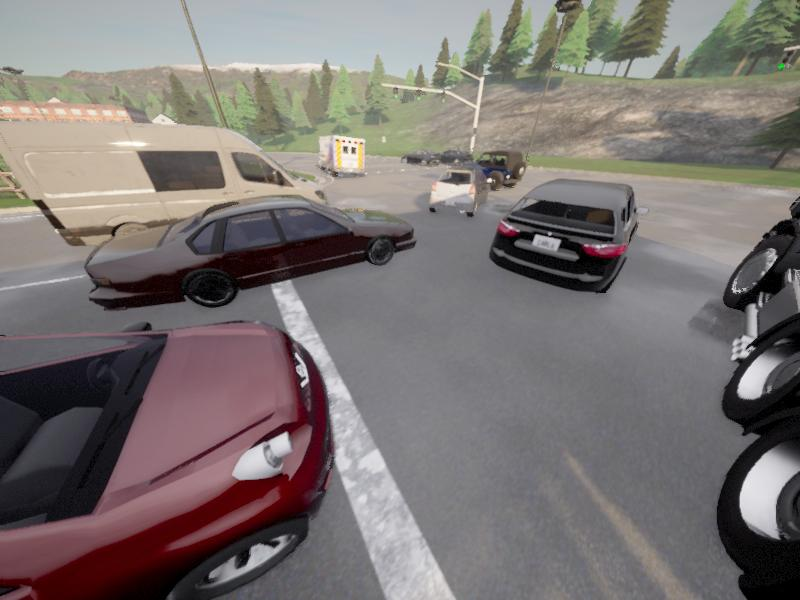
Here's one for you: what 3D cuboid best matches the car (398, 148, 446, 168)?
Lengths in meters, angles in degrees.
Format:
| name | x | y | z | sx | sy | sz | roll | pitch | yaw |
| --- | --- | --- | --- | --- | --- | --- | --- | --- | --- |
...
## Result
| name | x | y | z | sx | sy | sz | roll | pitch | yaw |
| --- | --- | --- | --- | --- | --- | --- | --- | --- | --- |
| car | 2.223 | -15.450 | 25.016 | 2.128 | 1.511 | 4.902 | -28 | 43 | -34 |

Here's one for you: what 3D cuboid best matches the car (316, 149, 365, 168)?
| name | x | y | z | sx | sy | sz | roll | pitch | yaw |
| --- | --- | --- | --- | --- | --- | --- | --- | --- | --- |
| car | -6.341 | -14.914 | 24.286 | 5.357 | 1.411 | 2.033 | 27 | 43 | 33 |

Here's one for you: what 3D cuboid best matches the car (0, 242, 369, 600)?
| name | x | y | z | sx | sy | sz | roll | pitch | yaw |
| --- | --- | --- | --- | --- | --- | --- | --- | --- | --- |
| car | -2.255 | 1.028 | 1.186 | 3.633 | 1.501 | 1.845 | -17 | 38 | -23 |

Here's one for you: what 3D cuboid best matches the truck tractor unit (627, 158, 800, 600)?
| name | x | y | z | sx | sy | sz | roll | pitch | yaw |
| --- | --- | --- | --- | --- | --- | --- | --- | --- | --- |
| truck tractor unit | 4.918 | -0.458 | 1.010 | 6.516 | 4.208 | 3.053 | -26 | 42 | -32 |

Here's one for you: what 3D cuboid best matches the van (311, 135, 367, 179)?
| name | x | y | z | sx | sy | sz | roll | pitch | yaw |
| --- | --- | --- | --- | --- | --- | --- | --- | --- | --- |
| van | -5.007 | -11.470 | 18.402 | 2.351 | 2.431 | 6.366 | -13 | 37 | -28 |

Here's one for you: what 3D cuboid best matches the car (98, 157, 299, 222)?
| name | x | y | z | sx | sy | sz | roll | pitch | yaw |
| --- | --- | --- | --- | --- | --- | --- | --- | --- | --- |
| car | -7.081 | -4.478 | 9.002 | 5.238 | 1.638 | 1.930 | -18 | 39 | -25 |

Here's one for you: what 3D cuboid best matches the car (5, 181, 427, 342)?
| name | x | y | z | sx | sy | sz | roll | pitch | yaw |
| --- | --- | --- | --- | --- | --- | --- | --- | --- | --- |
| car | -2.280 | -1.273 | 4.625 | 5.357 | 1.411 | 2.033 | -19 | 39 | -25 |

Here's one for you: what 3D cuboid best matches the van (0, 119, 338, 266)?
| name | x | y | z | sx | sy | sz | roll | pitch | yaw |
| --- | --- | --- | --- | --- | --- | --- | --- | --- | --- |
| van | -5.062 | -3.119 | 6.266 | 5.915 | 2.561 | 1.988 | -18 | 39 | -24 |

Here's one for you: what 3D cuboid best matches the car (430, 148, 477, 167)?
| name | x | y | z | sx | sy | sz | roll | pitch | yaw |
| --- | --- | --- | --- | --- | --- | --- | --- | --- | --- |
| car | 5.877 | -16.109 | 26.008 | 1.837 | 1.490 | 4.892 | -27 | 43 | -34 |

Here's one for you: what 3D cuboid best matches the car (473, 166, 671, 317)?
| name | x | y | z | sx | sy | sz | roll | pitch | yaw |
| --- | --- | --- | --- | --- | --- | --- | --- | --- | --- |
| car | 3.953 | -1.820 | 5.217 | 2.242 | 1.667 | 4.611 | 28 | 44 | 34 |

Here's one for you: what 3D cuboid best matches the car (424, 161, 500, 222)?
| name | x | y | z | sx | sy | sz | roll | pitch | yaw |
| --- | --- | --- | --- | --- | --- | --- | --- | --- | --- |
| car | 2.533 | -4.450 | 9.124 | 1.845 | 1.501 | 3.633 | 16 | 38 | 22 |

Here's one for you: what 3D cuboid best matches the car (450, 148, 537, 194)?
| name | x | y | z | sx | sy | sz | roll | pitch | yaw |
| --- | --- | --- | --- | --- | --- | --- | --- | --- | --- |
| car | 5.134 | -7.528 | 13.269 | 1.905 | 1.878 | 3.866 | -24 | 42 | -31 |
